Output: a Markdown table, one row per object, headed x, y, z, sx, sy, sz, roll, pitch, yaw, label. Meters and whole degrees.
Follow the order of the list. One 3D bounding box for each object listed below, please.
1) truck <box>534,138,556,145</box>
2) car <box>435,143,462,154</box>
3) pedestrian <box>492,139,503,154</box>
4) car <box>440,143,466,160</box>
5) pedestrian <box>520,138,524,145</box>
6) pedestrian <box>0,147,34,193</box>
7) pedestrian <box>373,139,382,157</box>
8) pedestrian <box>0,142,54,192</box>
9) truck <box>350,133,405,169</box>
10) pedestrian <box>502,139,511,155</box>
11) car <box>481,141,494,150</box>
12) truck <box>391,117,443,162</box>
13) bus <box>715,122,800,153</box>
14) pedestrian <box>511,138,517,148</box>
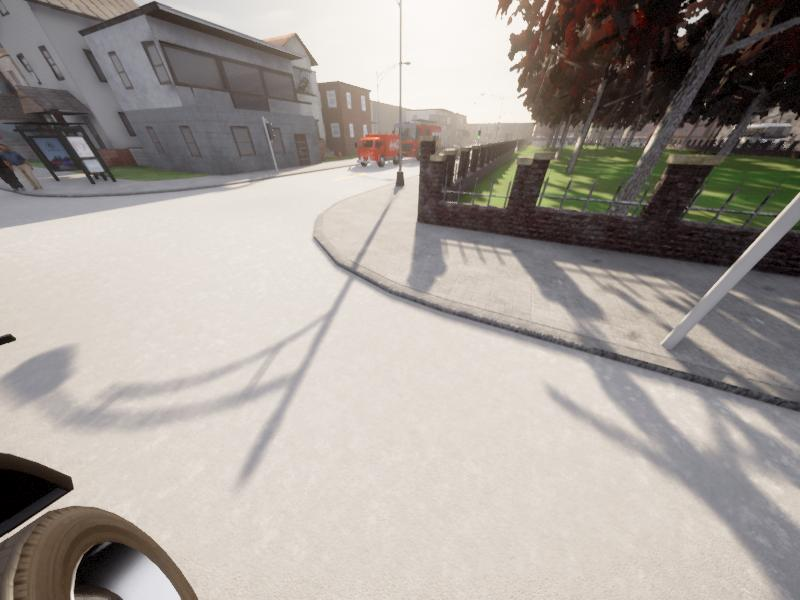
| x | y | z | sx | sy | sz | roll | pitch | yaw | label |
| --- | --- | --- | --- | --- | --- | --- | --- | --- | --- |
| 53.136 | -58.333 | 84.765 | 6.274 | 2.098 | 2.390 | 15 | 38 | 21 | truck |
| 8.304 | -26.486 | 40.174 | 2.033 | 1.411 | 5.357 | -12 | 37 | -17 | car |
| 14.911 | -23.500 | 35.352 | 0.751 | 1.860 | 0.751 | -24 | 42 | -30 | pedestrian |
| 6.691 | -18.663 | 28.946 | 1.801 | 1.575 | 5.366 | 14 | 38 | 19 | car |
| 39.108 | -50.693 | 73.879 | 0.751 | 1.860 | 0.751 | 14 | 38 | 19 | pedestrian |
| -17.907 | -5.932 | 10.364 | 0.751 | 1.860 | 0.751 | 27 | 43 | 32 | pedestrian |
| -2.874 | -19.660 | 29.839 | 0.751 | 1.860 | 0.751 | 14 | 37 | 18 | pedestrian |
| -17.306 | -6.061 | 10.541 | 0.751 | 1.860 | 0.751 | -25 | 42 | -31 | pedestrian |
| -1.856 | -13.960 | 21.495 | 2.627 | 2.467 | 5.204 | 16 | 38 | 21 | truck |
| 15.544 | -22.283 | 33.634 | 0.751 | 1.860 | 0.751 | 15 | 38 | 20 | pedestrian |
| 18.654 | -32.933 | 49.213 | 1.845 | 1.501 | 3.633 | 16 | 38 | 21 | car |
| 2.255 | -19.113 | 27.622 | 2.891 | 3.827 | 8.468 | 16 | 38 | 21 | truck |
| 65.554 | -29.814 | 42.641 | 3.944 | 4.253 | 10.273 | 15 | 37 | 21 | bus |
| 27.081 | -37.121 | 54.658 | 0.751 | 1.860 | 0.751 | 17 | 39 | 23 | pedestrian |
